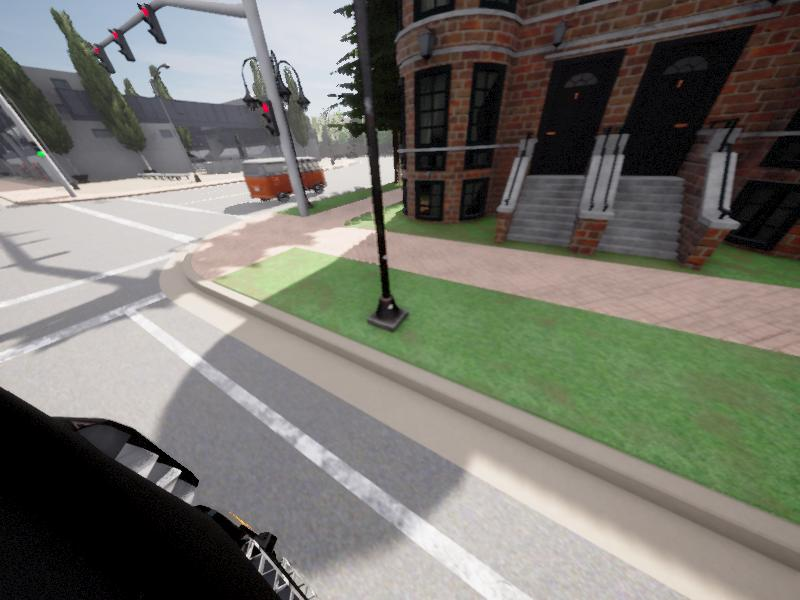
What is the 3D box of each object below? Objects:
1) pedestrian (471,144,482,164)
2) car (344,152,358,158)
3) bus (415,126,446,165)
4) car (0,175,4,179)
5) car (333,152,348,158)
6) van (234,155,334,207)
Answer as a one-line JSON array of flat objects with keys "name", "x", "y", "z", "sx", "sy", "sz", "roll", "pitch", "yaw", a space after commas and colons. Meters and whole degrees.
[{"name": "pedestrian", "x": 8.889, "y": -16.987, "z": 26.900, "sx": 0.751, "sy": 1.860, "sz": 0.751, "roll": 16, "pitch": 38, "yaw": 26}, {"name": "car", "x": -16.202, "y": -47.870, "z": 76.147, "sx": 4.181, "sy": 1.385, "sz": 1.994, "roll": 19, "pitch": 40, "yaw": 30}, {"name": "bus", "x": 4.803, "y": -23.758, "z": 35.570, "sx": 3.944, "sy": 4.253, "sz": 10.273, "roll": 3, "pitch": 34, "yaw": 8}, {"name": "car", "x": -89.958, "y": -26.933, "z": 50.122, "sx": 1.845, "sy": 1.501, "sz": 3.633, "roll": 16, "pitch": 38, "yaw": 26}, {"name": "car", "x": -19.150, "y": -46.560, "z": 74.315, "sx": 4.193, "sy": 1.474, "sz": 1.816, "roll": 17, "pitch": 38, "yaw": 27}, {"name": "van", "x": -6.031, "y": -6.726, "z": 12.768, "sx": 1.775, "sy": 1.987, "sz": 4.442, "roll": 14, "pitch": 37, "yaw": 24}]
